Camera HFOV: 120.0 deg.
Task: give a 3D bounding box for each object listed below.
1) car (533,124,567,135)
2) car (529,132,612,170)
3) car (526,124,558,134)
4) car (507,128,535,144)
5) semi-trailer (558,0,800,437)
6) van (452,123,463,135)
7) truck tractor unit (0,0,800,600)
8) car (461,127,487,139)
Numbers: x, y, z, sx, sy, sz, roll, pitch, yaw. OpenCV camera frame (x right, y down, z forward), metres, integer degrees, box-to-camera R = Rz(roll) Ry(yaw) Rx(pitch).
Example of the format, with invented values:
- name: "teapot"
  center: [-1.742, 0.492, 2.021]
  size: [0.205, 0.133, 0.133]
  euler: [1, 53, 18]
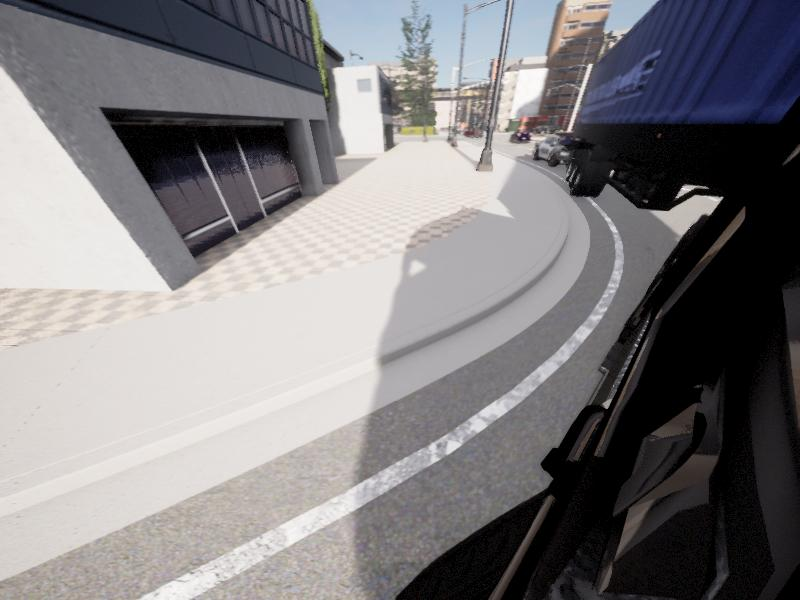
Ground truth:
- name: "car"
  center: [30.733, -35.003, 47.384]
  size: [5.238, 1.638, 1.930]
  euler: [2, 37, 5]
- name: "car"
  center: [9.839, -9.130, 13.974]
  size: [2.038, 1.542, 4.974]
  euler: [3, 37, 8]
- name: "car"
  center: [30.760, -37.108, 50.184]
  size: [5.238, 1.638, 1.930]
  euler: [1, 37, 4]
- name: "car"
  center: [15.341, -20.997, 29.499]
  size: [1.845, 1.501, 3.633]
  euler: [1, 37, 5]
- name: "semi-trailer"
  center: [6.659, -4.483, 5.536]
  size: [2.717, 4.402, 14.254]
  euler: [15, 40, 21]
- name: "van"
  center: [15.785, -47.433, 63.936]
  size: [1.988, 2.561, 5.915]
  euler: [1, 37, 5]
- name: "truck tractor unit"
  center: [2.645, -0.295, 0.351]
  size: [6.516, 4.208, 3.053]
  euler: [-28, 44, -30]
- name: "car"
  center: [14.003, -32.080, 44.323]
  size: [2.033, 1.649, 4.856]
  euler: [-15, 39, -18]
